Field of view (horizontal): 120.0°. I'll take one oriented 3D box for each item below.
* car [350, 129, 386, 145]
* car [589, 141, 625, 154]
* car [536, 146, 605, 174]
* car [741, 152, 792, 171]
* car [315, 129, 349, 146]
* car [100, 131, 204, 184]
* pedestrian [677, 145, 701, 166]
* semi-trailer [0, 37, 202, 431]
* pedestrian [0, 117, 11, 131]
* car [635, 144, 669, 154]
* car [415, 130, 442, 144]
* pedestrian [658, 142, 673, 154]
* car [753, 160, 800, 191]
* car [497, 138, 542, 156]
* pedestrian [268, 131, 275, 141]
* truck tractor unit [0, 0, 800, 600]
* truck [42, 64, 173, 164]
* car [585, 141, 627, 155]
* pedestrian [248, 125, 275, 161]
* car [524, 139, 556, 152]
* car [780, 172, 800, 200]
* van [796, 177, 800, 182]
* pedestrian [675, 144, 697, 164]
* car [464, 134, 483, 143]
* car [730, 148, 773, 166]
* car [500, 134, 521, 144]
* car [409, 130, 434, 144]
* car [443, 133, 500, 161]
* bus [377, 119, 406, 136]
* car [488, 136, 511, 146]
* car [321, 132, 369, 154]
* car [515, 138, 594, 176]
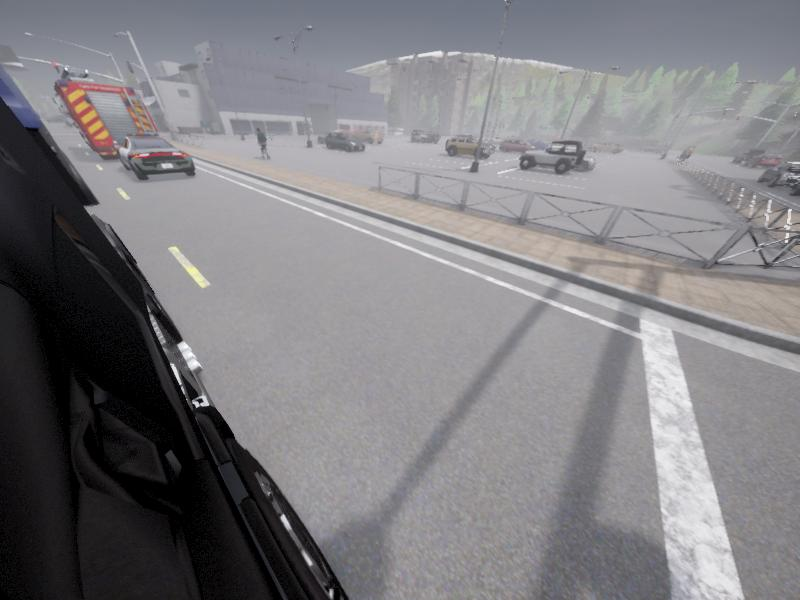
[{"bbox_3d":[-4.574,-23.129,32.758,5.027,1.636,2.152,28,44,30],"label":"car"},{"bbox_3d":[37.189,-27.474,41.508,4.514,1.523,2.007,28,44,30],"label":"car"},{"bbox_3d":[13.177,-11.017,18.036,3.806,1.475,1.970,28,44,30],"label":"car"},{"bbox_3d":[44.271,-16.886,28.047,2.007,1.525,4.514,28,44,30],"label":"car"},{"bbox_3d":[-8.465,-20.119,28.623,3.806,1.475,1.970,28,44,30],"label":"car"},{"bbox_3d":[-11.358,-6.653,10.541,4.974,1.542,2.038,28,44,30],"label":"car"},{"bbox_3d":[31.266,-15.647,24.998,0.751,1.860,0.751,28,44,30],"label":"pedestrian"},{"bbox_3d":[-8.743,-3.575,4.184,14.254,4.402,2.717,28,43,29],"label":"semi-trailer"},{"bbox_3d":[-45.191,-20.133,25.855,0.751,1.860,0.751,20,40,22],"label":"pedestrian"},{"bbox_3d":[53.736,-32.382,49.394,4.792,1.488,2.163,29,44,31],"label":"car"},{"bbox_3d":[5.227,-30.227,42.769,4.605,1.855,1.932,28,44,30],"label":"car"},{"bbox_3d":[49.923,-28.553,43.421,0.751,1.860,0.751,5,37,3],"label":"pedestrian"},{"bbox_3d":[27.178,-8.609,15.949,1.970,1.475,3.806,28,44,30],"label":"car"},{"bbox_3d":[15.246,-19.692,29.656,4.514,1.523,2.007,28,44,30],"label":"car"},{"bbox_3d":[-18.024,-23.031,32.369,0.500,1.100,0.500,28,44,30],"label":"pedestrian"},{"bbox_3d":[-2.645,-0.295,0.351,6.516,4.208,3.053,28,44,30],"label":"truck tractor unit"},{"bbox_3d":[-18.107,-11.234,14.322,8.468,3.827,2.891,28,44,30],"label":"truck"},{"bbox_3d":[35.208,-26.084,39.510,5.027,1.636,2.152,28,44,30],"label":"car"},{"bbox_3d":[-8.956,-10.192,14.992,0.751,1.860,0.751,30,45,31],"label":"pedestrian"},{"bbox_3d":[21.715,-24.039,35.909,3.633,1.501,1.845,28,44,30],"label":"car"},{"bbox_3d":[23.080,-5.911,11.960,2.033,1.649,4.856,28,44,30],"label":"car"},{"bbox_3d":[33.058,-9.550,17.091,2.069,2.038,4.480,28,42,30],"label":"van"},{"bbox_3d":[32.974,-16.811,26.661,0.751,1.860,0.751,28,44,30],"label":"pedestrian"},{"bbox_3d":[17.294,-38.099,54.511,3.633,1.501,1.845,28,44,30],"label":"car"},{"bbox_3d":[48.495,-19.865,31.991,1.905,1.878,3.866,28,44,30],"label":"car"},{"bbox_3d":[30.653,-44.695,64.062,4.605,1.855,1.932,28,43,30],"label":"car"},{"bbox_3d":[3.671,-28.800,40.730,3.866,1.878,1.905,28,44,30],"label":"car"},{"bbox_3d":[6.685,-14.682,22.085,4.605,1.855,1.932,28,44,30],"label":"car"},{"bbox_3d":[-3.117,-60.802,81.469,10.273,4.253,3.944,28,43,30],"label":"bus"},{"bbox_3d":[21.042,-33.746,48.947,3.806,1.475,1.970,28,44,30],"label":"car"},{"bbox_3d":[-5.442,-15.575,22.850,4.514,1.523,2.007,28,44,30],"label":"car"},{"bbox_3d":[10.579,-10.036,16.088,3.866,1.878,1.905,28,44,30],"label":"car"}]
